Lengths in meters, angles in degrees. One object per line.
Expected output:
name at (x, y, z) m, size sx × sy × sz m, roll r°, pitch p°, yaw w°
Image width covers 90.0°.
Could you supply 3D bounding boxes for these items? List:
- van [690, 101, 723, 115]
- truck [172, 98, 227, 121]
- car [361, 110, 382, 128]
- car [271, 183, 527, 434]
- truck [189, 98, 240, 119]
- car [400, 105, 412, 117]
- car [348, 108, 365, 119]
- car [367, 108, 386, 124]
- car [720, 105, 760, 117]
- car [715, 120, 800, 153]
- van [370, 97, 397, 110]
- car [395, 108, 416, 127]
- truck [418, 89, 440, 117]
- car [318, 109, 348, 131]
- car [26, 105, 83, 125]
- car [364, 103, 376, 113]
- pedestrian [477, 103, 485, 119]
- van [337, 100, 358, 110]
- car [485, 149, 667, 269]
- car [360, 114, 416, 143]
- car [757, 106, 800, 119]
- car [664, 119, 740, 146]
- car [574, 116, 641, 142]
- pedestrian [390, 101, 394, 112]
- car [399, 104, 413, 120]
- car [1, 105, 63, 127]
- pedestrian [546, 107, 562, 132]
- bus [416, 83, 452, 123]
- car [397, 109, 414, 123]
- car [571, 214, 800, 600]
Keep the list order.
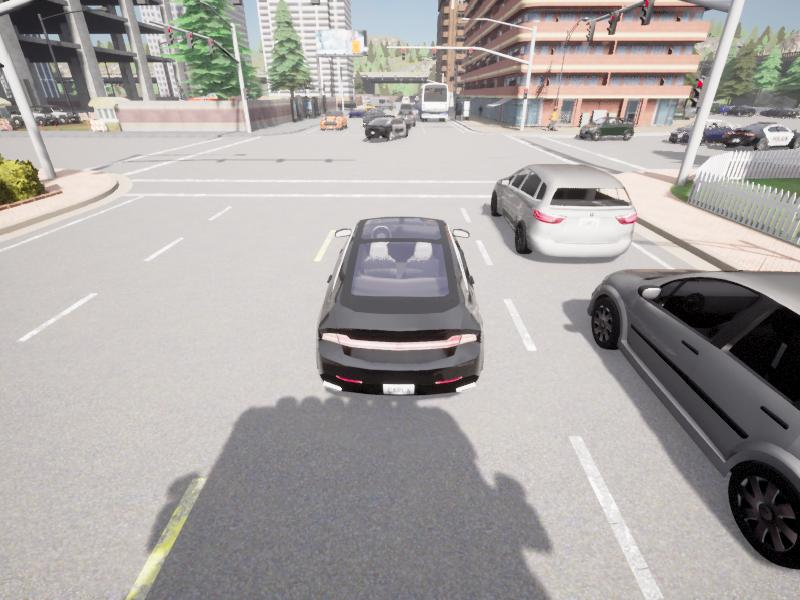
van at (51.569, -32.393, 67.450) m, size 1.775 × 1.987 × 4.442 m, roll 1°, pitch 27°, yaw 1°
truck at (-25.066, -23.991, 50.335) m, size 5.204 × 2.467 × 2.615 m, roll 0°, pitch 27°, yaw 1°
car at (-2.903, -19.095, 42.207) m, size 1.837 × 1.490 × 4.892 m, roll 0°, pitch 27°, yaw 1°
car at (0.022, -0.454, 5.857) m, size 2.128 × 1.511 × 4.902 m, roll 0°, pitch 27°, yaw 1°
truck at (-25.012, -25.959, 54.170) m, size 5.204 × 2.467 × 2.615 m, roll 0°, pitch 27°, yaw 1°
car at (0.928, -29.948, 63.304) m, size 1.801 × 1.575 × 5.366 m, roll 0°, pitch 27°, yaw 1°
car at (-6.174, -26.544, 56.942) m, size 1.895 × 1.301 × 4.718 m, roll 0°, pitch 27°, yaw 1°
car at (-2.804, -22.386, 48.620) m, size 1.837 × 1.490 × 4.892 m, roll 0°, pitch 27°, yaw 1°
car at (51.403, -28.594, 60.578) m, size 1.837 × 1.490 × 4.892 m, roll 1°, pitch 27°, yaw 1°
car at (22.276, -9.990, 24.301) m, size 4.974 × 1.542 × 2.038 m, roll -8°, pitch 28°, yaw -16°
van at (-3.694, -44.323, 90.183) m, size 5.915 × 2.561 × 1.988 m, roll 1°, pitch 27°, yaw 1°
car at (0.606, -19.991, 43.757) m, size 2.242 × 1.667 × 4.611 m, roll 0°, pitch 27°, yaw 1°
truck at (4.443, -31.278, 63.388) m, size 2.891 × 3.827 × 8.468 m, roll 0°, pitch 27°, yaw 1°
car at (-6.455, -17.657, 39.076) m, size 2.097 × 1.767 × 4.553 m, roll 0°, pitch 27°, yaw 1°
car at (-36.821, -19.816, 42.770) m, size 3.866 × 1.878 × 1.905 m, roll 0°, pitch 27°, yaw 1°
car at (-5.841, -37.480, 77.991) m, size 1.882 × 1.535 × 5.008 m, roll 0°, pitch 27°, yaw 1°
pedestrian at (10.653, -24.994, 52.912) m, size 0.751 × 1.860 × 0.751 m, roll 0°, pitch 27°, yaw 0°
van at (-11.807, -44.132, 90.463) m, size 4.442 × 1.987 × 1.775 m, roll 1°, pitch 27°, yaw 1°
car at (3.605, -2.398, 9.471) m, size 2.242 × 1.667 × 4.611 m, roll 1°, pitch 27°, yaw 1°
car at (-0.790, -13.076, 30.262) m, size 1.930 × 1.638 × 5.238 m, roll 13°, pitch 30°, yaw 23°
car at (54.824, -27.100, 57.768) m, size 2.033 × 1.411 × 5.357 m, roll 1°, pitch 27°, yaw 2°
car at (20.350, -11.372, 27.047) m, size 3.806 × 1.475 × 1.970 m, roll -9°, pitch 29°, yaw -18°
car at (15.048, -12.479, 29.121) m, size 3.705 × 1.549 × 1.789 m, roll -5°, pitch 28°, yaw -10°
pedestrian at (-1.607, -38.662, 79.886) m, size 0.751 × 1.860 × 0.751 m, roll -1°, pitch 27°, yaw -2°
car at (0.817, -26.457, 56.117) m, size 1.905 × 1.878 × 3.866 m, roll 0°, pitch 27°, yaw 1°
car at (-36.858, -18.474, 40.154) m, size 3.866 × 1.878 × 1.905 m, roll 0°, pitch 27°, yaw 1°
pedestrian at (12.972, -15.230, 33.761) m, size 0.751 × 1.860 × 0.751 m, roll 0°, pitch 27°, yaw 1°
bus at (4.139, -25.661, 51.984) m, size 3.944 × 4.253 × 10.273 m, roll 0°, pitch 27°, yaw 1°
car at (0.726, -23.168, 50.253) m, size 2.033 × 1.411 × 5.357 m, roll 0°, pitch 27°, yaw 1°
car at (3.494, 0.484, 3.923) m, size 1.851 × 1.617 × 3.988 m, roll 0°, pitch 27°, yaw 1°
